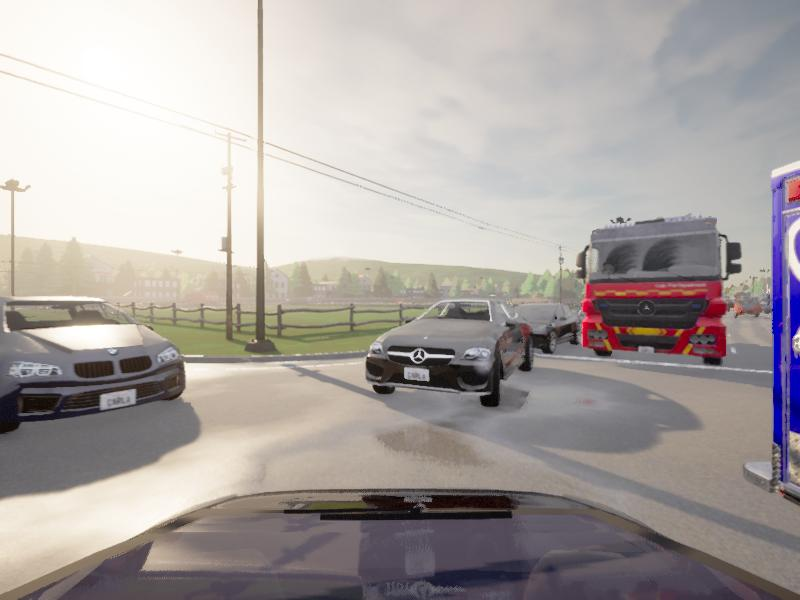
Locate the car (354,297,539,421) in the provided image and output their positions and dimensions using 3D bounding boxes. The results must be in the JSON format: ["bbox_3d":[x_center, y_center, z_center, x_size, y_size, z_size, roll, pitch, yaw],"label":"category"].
[{"bbox_3d":[1.347,0.789,8.059,2.152,1.651,5.027,0,0,26],"label":"car"}]

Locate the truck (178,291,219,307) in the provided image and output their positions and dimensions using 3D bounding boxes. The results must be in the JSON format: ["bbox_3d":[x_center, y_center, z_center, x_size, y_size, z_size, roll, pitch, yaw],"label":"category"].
[{"bbox_3d":[-48.543,-0.231,96.770,2.891,3.827,8.468,0,0,39],"label":"truck"}]

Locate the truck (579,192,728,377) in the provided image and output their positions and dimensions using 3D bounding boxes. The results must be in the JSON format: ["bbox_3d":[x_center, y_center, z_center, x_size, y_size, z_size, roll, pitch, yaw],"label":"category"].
[{"bbox_3d":[8.233,-0.309,12.494,2.891,3.827,8.468,0,0,38],"label":"truck"}]

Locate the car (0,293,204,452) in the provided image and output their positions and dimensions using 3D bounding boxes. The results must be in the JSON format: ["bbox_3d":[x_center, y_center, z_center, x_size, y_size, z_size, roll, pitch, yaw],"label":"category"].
[{"bbox_3d":[-5.496,0.764,6.418,4.611,1.667,2.242,0,0,34],"label":"car"}]

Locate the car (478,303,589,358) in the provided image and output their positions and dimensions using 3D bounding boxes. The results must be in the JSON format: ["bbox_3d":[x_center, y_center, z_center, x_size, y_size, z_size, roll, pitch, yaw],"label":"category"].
[{"bbox_3d":[4.730,0.864,13.654,2.163,1.488,4.792,0,0,38],"label":"car"}]
